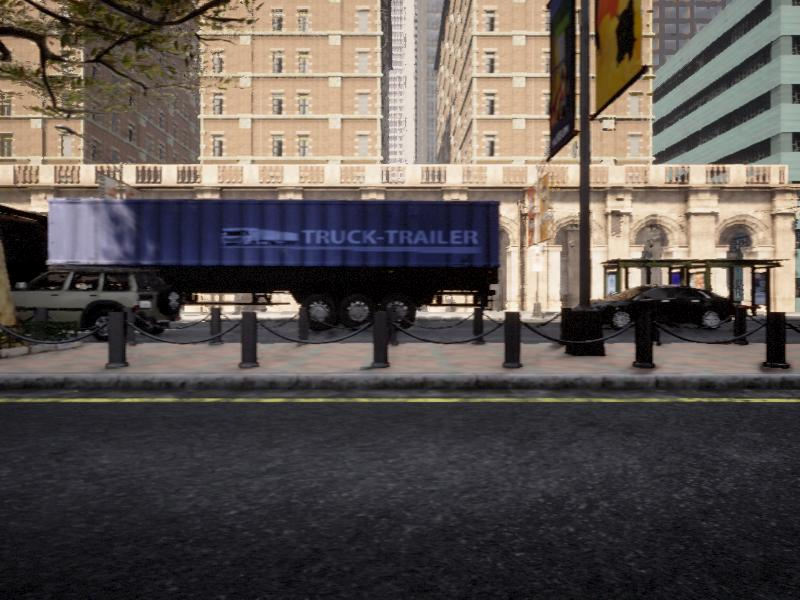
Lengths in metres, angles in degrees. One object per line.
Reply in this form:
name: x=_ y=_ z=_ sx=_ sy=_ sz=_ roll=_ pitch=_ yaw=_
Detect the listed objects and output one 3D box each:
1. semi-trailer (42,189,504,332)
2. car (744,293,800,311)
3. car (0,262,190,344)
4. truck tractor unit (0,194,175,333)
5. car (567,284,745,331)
semi-trailer: x=-3.924 y=-1.218 z=13.689 sx=14.254 sy=4.402 sz=2.717 roll=0 pitch=0 yaw=0
car: x=31.731 y=0.151 z=33.017 sx=4.786 sy=1.482 sz=2.161 roll=0 pitch=0 yaw=0
car: x=-8.169 y=0.057 z=10.198 sx=4.605 sy=1.855 sz=1.932 roll=1 pitch=0 yaw=0
truck tractor unit: x=-11.840 y=-1.122 z=13.695 sx=6.516 sy=4.208 sz=3.053 roll=0 pitch=0 yaw=0
car: x=8.564 y=0.244 z=13.700 sx=4.892 sy=1.490 sz=1.837 roll=0 pitch=0 yaw=0
